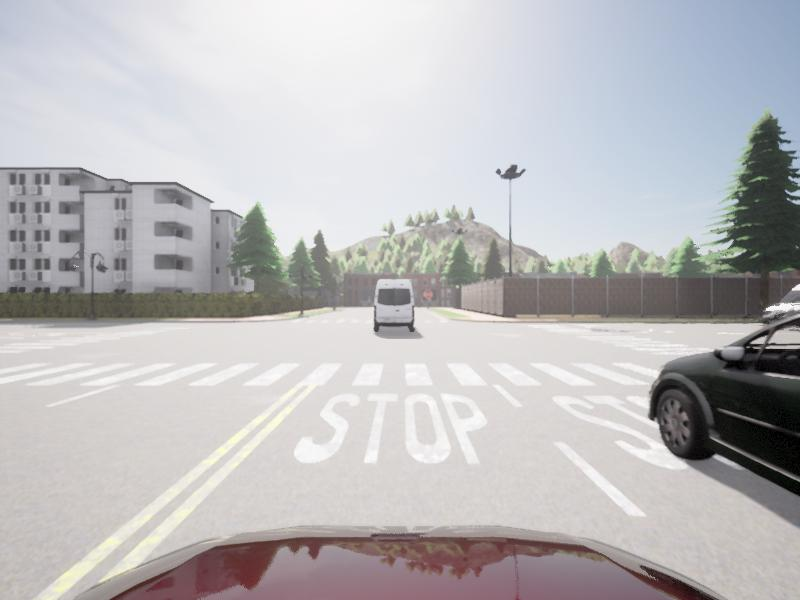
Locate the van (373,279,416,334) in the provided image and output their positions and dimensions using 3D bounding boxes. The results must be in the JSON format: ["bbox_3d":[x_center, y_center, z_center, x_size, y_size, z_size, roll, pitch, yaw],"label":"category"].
[{"bbox_3d":[-0.363,0.288,21.647,1.988,2.561,5.915,0,0,-2],"label":"van"}]

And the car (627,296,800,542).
[{"bbox_3d":[3.558,0.784,2.736,1.851,1.617,3.988,0,0,2],"label":"car"}]

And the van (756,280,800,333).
[{"bbox_3d":[21.915,0.291,20.305,5.915,2.561,1.988,0,0,1],"label":"van"}]
